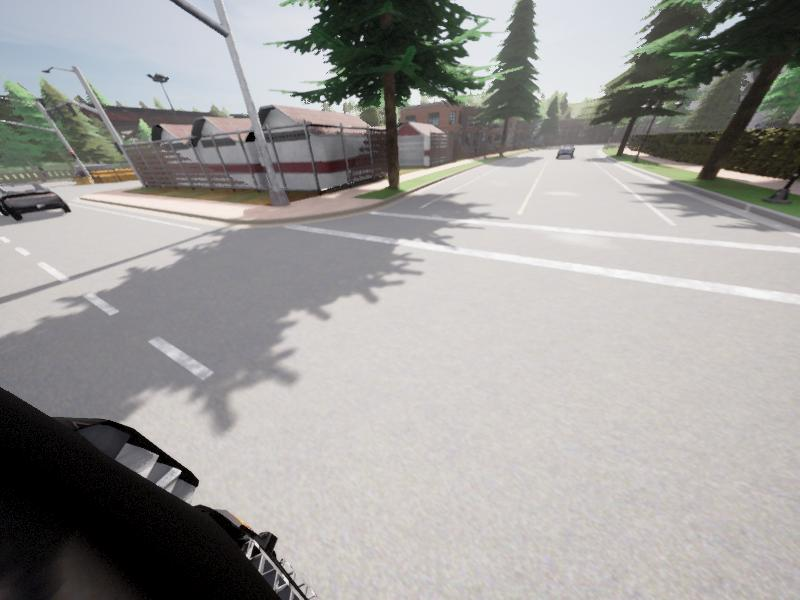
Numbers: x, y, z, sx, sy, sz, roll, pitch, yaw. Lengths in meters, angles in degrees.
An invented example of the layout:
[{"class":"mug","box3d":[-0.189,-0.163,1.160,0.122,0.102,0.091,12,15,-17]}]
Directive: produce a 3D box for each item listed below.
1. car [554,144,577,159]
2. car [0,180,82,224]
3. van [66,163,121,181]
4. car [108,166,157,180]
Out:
[{"class":"car","box3d":[21.852,-19.600,30.395,2.033,1.411,5.357,17,39,28]},{"class":"car","box3d":[-19.490,-5.238,12.033,4.902,1.511,2.128,14,37,24]},{"class":"van","box3d":[-46.525,-19.504,35.231,1.775,1.987,4.442,13,37,23]},{"class":"car","box3d":[-39.368,-18.777,34.124,1.994,1.385,4.181,13,37,23]}]
